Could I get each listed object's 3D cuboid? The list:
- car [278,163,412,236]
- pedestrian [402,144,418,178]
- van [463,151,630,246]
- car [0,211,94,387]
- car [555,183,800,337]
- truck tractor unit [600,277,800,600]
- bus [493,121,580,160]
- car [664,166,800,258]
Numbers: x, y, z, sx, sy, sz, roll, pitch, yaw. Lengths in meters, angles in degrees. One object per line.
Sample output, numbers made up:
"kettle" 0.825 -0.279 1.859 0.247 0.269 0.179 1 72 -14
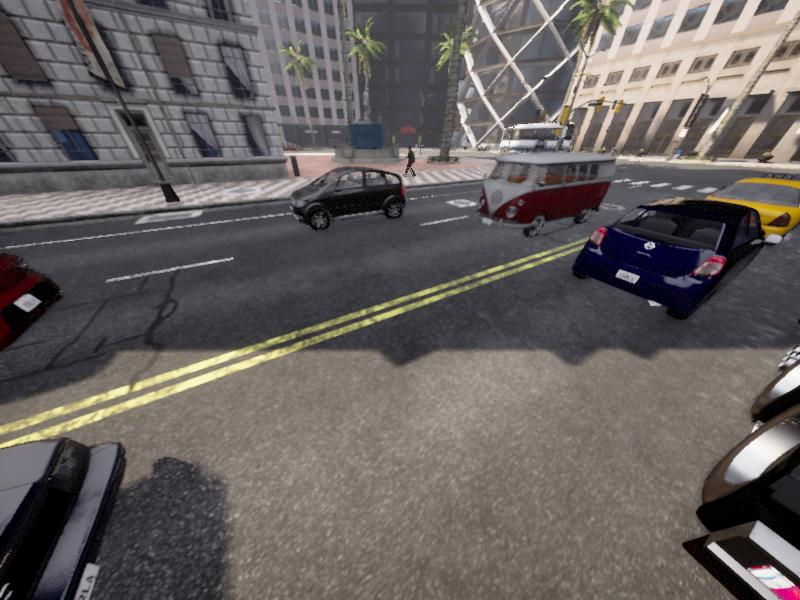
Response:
"car" -1.662 -3.463 7.595 3.705 1.549 1.789 -18 39 -24
"pedestrian" 0.631 -9.039 15.057 0.751 1.860 0.751 -12 37 -17
"van" 4.357 -3.289 7.027 4.442 1.987 1.775 -18 39 -24
"car" -6.554 0.456 1.999 4.193 1.474 1.816 -18 39 -25
"car" 5.112 -1.058 4.224 3.633 1.501 1.845 -18 39 -24
"truck tractor unit" 5.129 -0.283 0.747 6.516 4.208 3.053 -18 39 -23
"bus" 20.315 -24.451 35.580 3.944 4.253 10.273 -20 39 -27
"car" 10.538 -2.847 6.800 5.366 1.575 1.801 -18 39 -24
